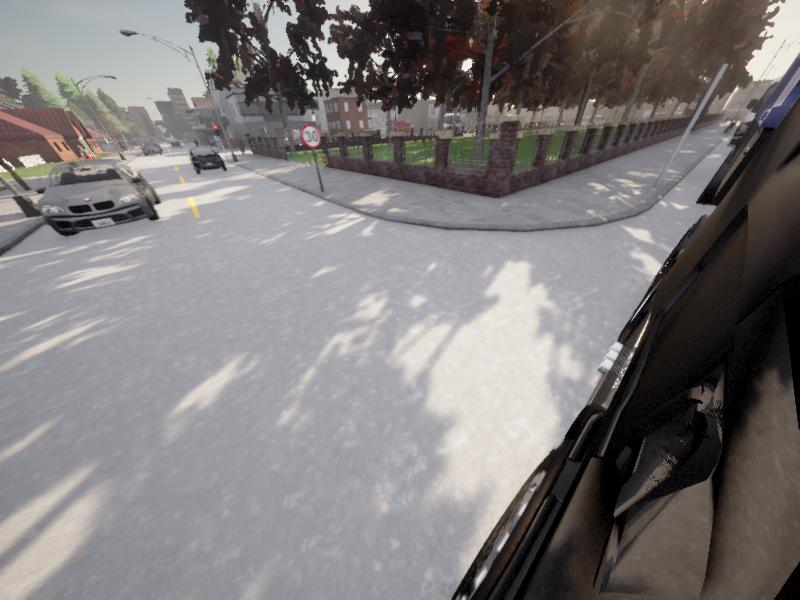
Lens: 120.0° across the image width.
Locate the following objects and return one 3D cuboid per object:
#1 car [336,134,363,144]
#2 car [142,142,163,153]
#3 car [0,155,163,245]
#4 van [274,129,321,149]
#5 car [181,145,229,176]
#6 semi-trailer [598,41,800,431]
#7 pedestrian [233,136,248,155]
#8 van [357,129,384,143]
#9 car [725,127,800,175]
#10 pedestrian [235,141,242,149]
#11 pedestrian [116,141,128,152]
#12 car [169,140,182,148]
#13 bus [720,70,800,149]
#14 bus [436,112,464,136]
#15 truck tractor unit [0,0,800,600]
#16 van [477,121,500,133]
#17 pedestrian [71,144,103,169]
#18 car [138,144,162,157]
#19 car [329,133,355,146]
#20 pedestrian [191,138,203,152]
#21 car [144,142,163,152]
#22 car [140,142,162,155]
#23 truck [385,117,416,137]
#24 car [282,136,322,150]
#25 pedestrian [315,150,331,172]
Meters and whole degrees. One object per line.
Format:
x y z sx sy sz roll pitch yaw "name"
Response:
-9.683 -31.047 44.482 4.718 1.301 1.895 -26 43 -28 "car"
-47.402 -29.259 44.295 2.163 1.488 4.792 -28 44 -30 "car"
-9.881 -3.619 7.686 2.242 1.667 4.611 -28 44 -29 "car"
-17.334 -27.567 39.384 6.366 2.431 2.351 -28 44 -30 "van"
-14.723 -10.588 17.370 1.882 1.535 5.008 -28 44 -30 "car"
8.694 -3.610 4.229 14.254 4.402 2.717 -28 44 -30 "semi-trailer"
-19.040 -18.388 27.536 0.751 1.860 0.751 -24 42 -26 "pedestrian"
-5.408 -30.466 42.866 4.442 1.987 1.775 -30 45 -31 "van"
17.691 -7.190 10.951 5.357 1.411 2.033 -28 44 -30 "car"
-27.113 -26.011 38.799 0.500 1.100 0.500 -10 37 -9 "pedestrian"
-58.414 -32.299 48.496 0.751 1.860 0.751 -30 45 -31 "pedestrian"
-58.710 -40.774 60.274 1.882 1.535 5.008 -28 44 -30 "car"
30.549 -15.156 18.358 10.273 4.253 3.944 -29 44 -29 "bus"
12.117 -43.709 57.563 3.944 4.253 10.273 -3 36 -3 "bus"
2.645 -0.295 0.352 6.516 4.208 3.053 -28 44 -30 "truck tractor unit"
23.821 -46.295 61.874 6.366 2.431 2.351 -28 44 -30 "van"
-28.061 -12.863 20.745 0.751 1.860 0.751 -27 43 -29 "pedestrian"
-38.635 -23.239 35.833 1.994 1.385 4.181 -28 44 -30 "car"
-10.046 -27.860 40.067 3.633 1.501 1.845 -29 44 -31 "car"
-33.262 -25.499 37.905 0.751 1.860 0.751 -21 41 -23 "pedestrian"
-51.558 -32.109 48.346 2.163 1.488 4.792 -28 44 -30 "car"
-43.187 -26.416 40.145 1.851 1.617 3.988 -28 44 -30 "car"
0.043 -43.713 58.622 2.891 3.827 8.468 -29 44 -30 "truck"
-15.477 -25.092 36.836 5.357 1.411 2.033 -27 43 -29 "car"
-4.753 -8.612 14.272 0.500 1.100 0.500 -29 44 -30 "pedestrian"
